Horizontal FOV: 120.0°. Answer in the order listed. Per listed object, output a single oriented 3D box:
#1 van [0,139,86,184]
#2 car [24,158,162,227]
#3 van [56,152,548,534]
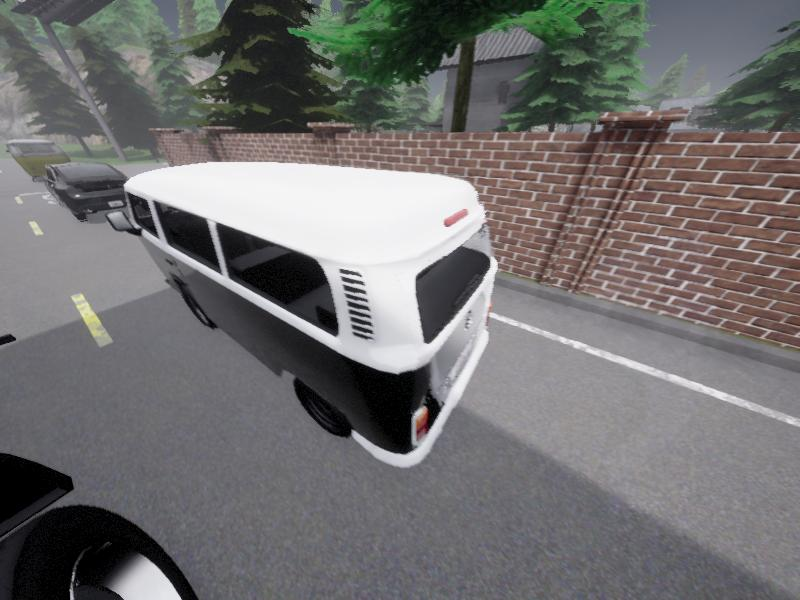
[{"bbox_3d":[-21.033,-8.226,13.572,4.442,1.987,1.775,21,41,27],"label":"van"},{"bbox_3d":[-10.910,-4.010,8.201,4.892,1.490,1.837,21,40,27],"label":"car"},{"bbox_3d":[-1.265,-0.435,2.743,4.480,2.038,2.069,22,40,27],"label":"van"}]
